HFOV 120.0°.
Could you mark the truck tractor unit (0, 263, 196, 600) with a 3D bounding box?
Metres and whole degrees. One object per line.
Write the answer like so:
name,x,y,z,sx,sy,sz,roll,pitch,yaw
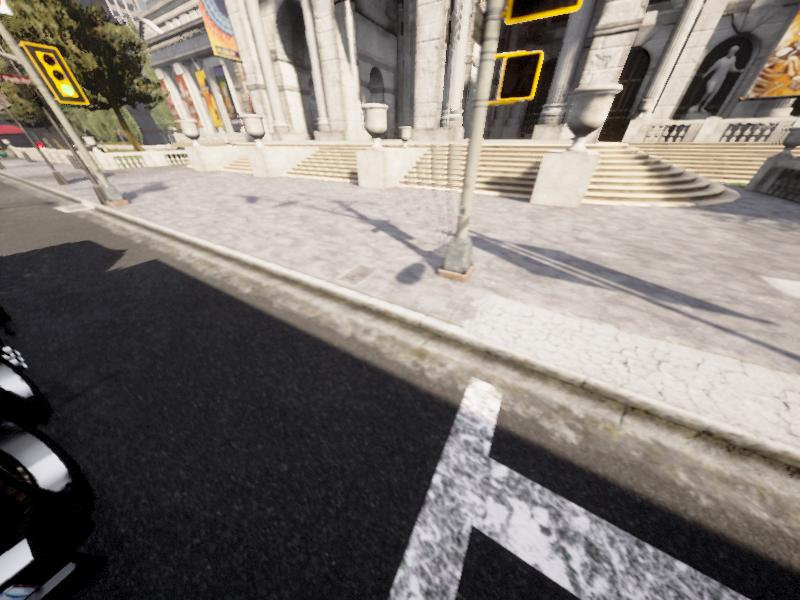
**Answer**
truck tractor unit,-5.109,-0.301,0.787,6.516,4.208,3.053,18,39,24
